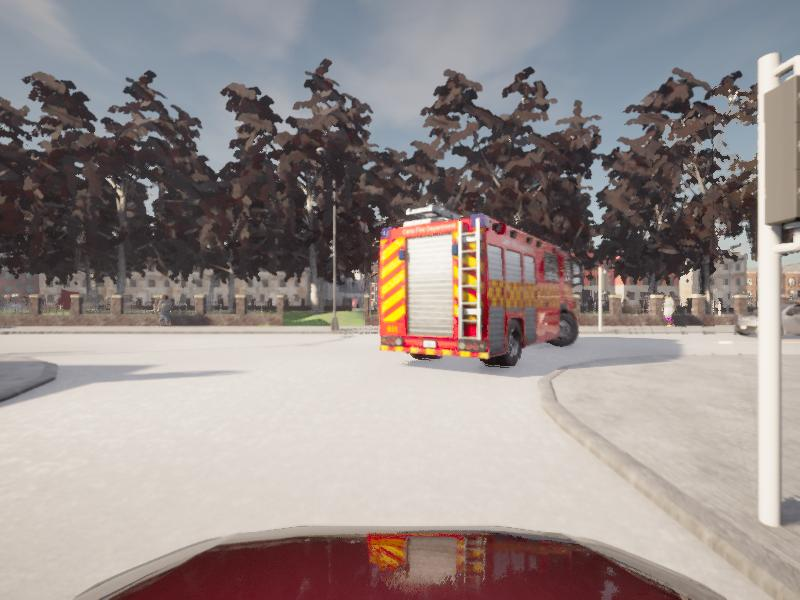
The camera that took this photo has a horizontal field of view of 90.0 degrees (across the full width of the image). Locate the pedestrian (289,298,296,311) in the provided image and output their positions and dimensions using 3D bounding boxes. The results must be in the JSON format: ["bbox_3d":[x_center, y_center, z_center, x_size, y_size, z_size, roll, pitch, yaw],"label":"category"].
[{"bbox_3d":[-15.491,0.614,57.601,0.751,1.860,0.751,0,0,0],"label":"pedestrian"}]

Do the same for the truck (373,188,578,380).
[{"bbox_3d":[2.993,-0.304,12.273,2.891,3.827,8.468,-1,-1,35],"label":"truck"}]

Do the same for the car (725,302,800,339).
[{"bbox_3d":[16.573,0.849,17.260,3.633,1.501,1.845,0,0,-2],"label":"car"}]

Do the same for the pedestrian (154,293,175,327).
[{"bbox_3d":[-13.228,0.566,22.461,0.751,1.860,0.751,0,0,0],"label":"pedestrian"}]

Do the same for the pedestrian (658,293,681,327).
[{"bbox_3d":[15.099,0.563,22.434,0.751,1.860,0.751,0,0,0],"label":"pedestrian"}]
